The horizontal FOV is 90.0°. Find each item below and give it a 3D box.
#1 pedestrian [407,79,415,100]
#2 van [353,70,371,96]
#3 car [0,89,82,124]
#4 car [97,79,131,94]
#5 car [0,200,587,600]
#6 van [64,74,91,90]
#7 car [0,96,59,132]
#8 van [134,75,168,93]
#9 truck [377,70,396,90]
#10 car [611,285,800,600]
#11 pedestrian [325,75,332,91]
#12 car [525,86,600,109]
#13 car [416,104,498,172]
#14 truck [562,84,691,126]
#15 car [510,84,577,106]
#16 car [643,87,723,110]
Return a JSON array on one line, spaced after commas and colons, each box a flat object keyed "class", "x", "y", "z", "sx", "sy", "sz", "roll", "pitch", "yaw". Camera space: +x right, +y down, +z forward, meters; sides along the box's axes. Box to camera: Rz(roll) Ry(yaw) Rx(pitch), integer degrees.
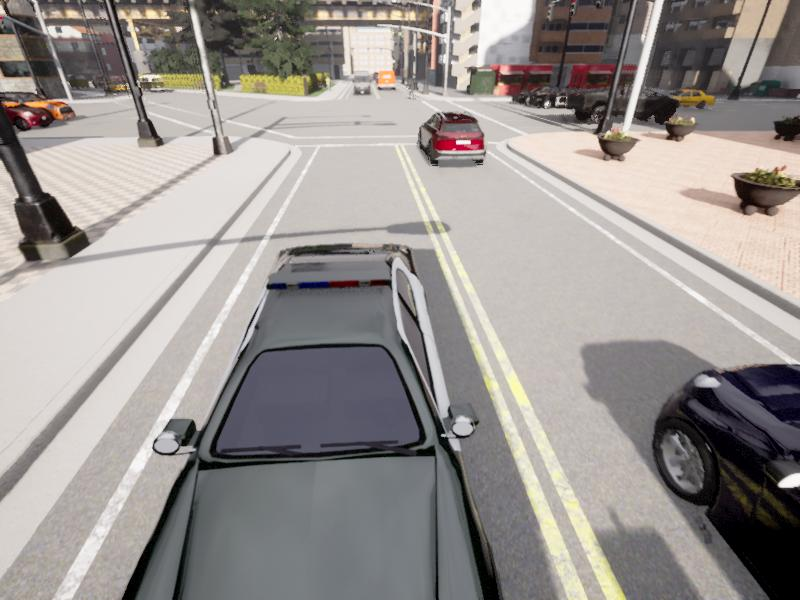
[{"class": "pedestrian", "x": 1.101, "y": -21.228, "z": 40.421, "sx": 0.751, "sy": 1.860, "sz": 0.751, "roll": 0, "pitch": 30, "yaw": 0}, {"class": "van", "x": -4.632, "y": -26.499, "z": 48.795, "sx": 1.988, "sy": 2.561, "sz": 5.915, "roll": -2, "pitch": 30, "yaw": -4}, {"class": "car", "x": -23.132, "y": -12.048, "z": 24.834, "sx": 4.553, "sy": 1.767, "sz": 2.097, "roll": -2, "pitch": 30, "yaw": -4}, {"class": "car", "x": -38.767, "y": -28.996, "z": 54.227, "sx": 5.366, "sy": 1.575, "sz": 1.801, "roll": 23, "pitch": 37, "yaw": 34}, {"class": "car", "x": -0.547, "y": 0.679, "z": 3.325, "sx": 2.038, "sy": 1.542, "sz": 4.974, "roll": -2, "pitch": 30, "yaw": -3}, {"class": "van", "x": -50.455, "y": -34.113, "z": 62.594, "sx": 4.442, "sy": 1.987, "sz": 1.775, "roll": 23, "pitch": 37, "yaw": 34}, {"class": "car", "x": -21.725, "y": -10.235, "z": 21.926, "sx": 3.988, "sy": 1.617, "sz": 1.851, "roll": -2, "pitch": 30, "yaw": -4}, {"class": "van", "x": -33.966, "y": -29.492, "z": 54.563, "sx": 4.480, "sy": 2.038, "sz": 2.069, "roll": 23, "pitch": 37, "yaw": 34}, {"class": "truck", "x": -2.068, "y": -32.731, "z": 59.497, "sx": 2.627, "sy": 2.467, "sz": 5.204, "roll": -2, "pitch": 30, "yaw": -4}, {"class": "car", "x": 3.105, "y": 1.452, "z": 1.983, "sx": 1.845, "sy": 1.501, "sz": 3.633, "roll": -3, "pitch": 30, "yaw": -4}, {"class": "pedestrian", "x": -9.379, "y": -28.292, "z": 52.214, "sx": 0.751, "sy": 1.860, "sz": 0.751, "roll": -5, "pitch": 31, "yaw": -8}, {"class": "car", "x": 13.561, "y": -17.014, "z": 33.598, "sx": 5.238, "sy": 1.638, "sz": 1.930, "roll": -2, "pitch": 30, "yaw": -4}, {"class": "car", "x": 1.896, "y": -6.254, "z": 15.069, "sx": 2.033, "sy": 1.649, "sz": 4.856, "roll": -2, "pitch": 31, "yaw": -4}, {"class": "truck", "x": 13.708, "y": -12.023, "z": 24.609, "sx": 6.274, "sy": 2.098, "sz": 2.390, "roll": -2, "pitch": 30, "yaw": -4}, {"class": "car", "x": 13.001, "y": -18.764, "z": 36.581, "sx": 5.238, "sy": 1.638, "sz": 1.930, "roll": -3, "pitch": 30, "yaw": -5}, {"class": "car", "x": 24.254, "y": -17.354, "z": 34.437, "sx": 5.366, "sy": 1.575, "sz": 1.801, "roll": -2, "pitch": 30, "yaw": -5}]
